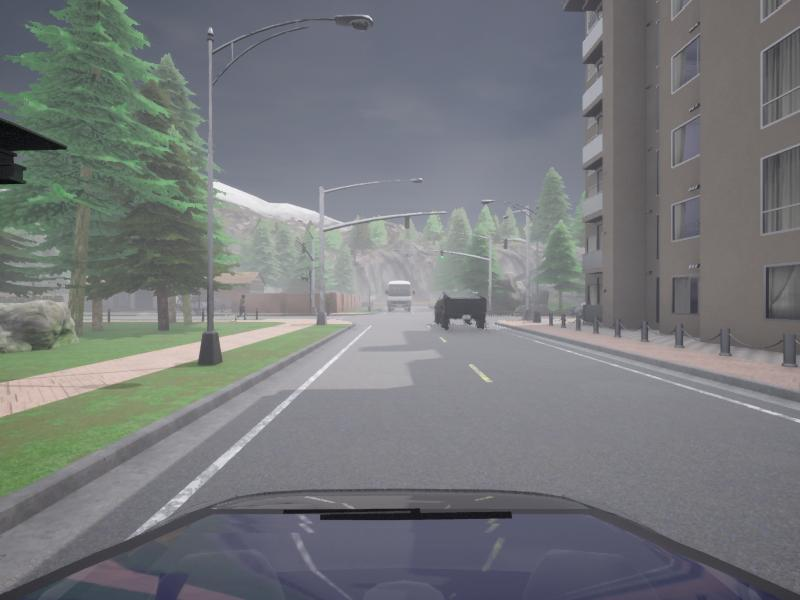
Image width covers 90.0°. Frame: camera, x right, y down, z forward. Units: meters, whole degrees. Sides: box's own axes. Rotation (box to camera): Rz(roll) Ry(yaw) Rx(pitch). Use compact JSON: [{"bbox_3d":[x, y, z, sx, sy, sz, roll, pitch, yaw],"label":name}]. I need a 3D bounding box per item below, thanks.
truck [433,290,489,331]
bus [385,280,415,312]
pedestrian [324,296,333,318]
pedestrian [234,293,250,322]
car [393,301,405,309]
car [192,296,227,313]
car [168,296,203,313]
[{"bbox_3d":[3.465,0.542,23.986,2.390,2.098,6.274,0,0,0],"label":"truck"},{"bbox_3d":[0.035,-0.534,57.845,3.944,4.253,10.273,0,0,0],"label":"bus"},{"bbox_3d":[-6.262,0.625,34.833,0.751,1.860,0.751,0,0,-11],"label":"pedestrian"},{"bbox_3d":[-10.325,0.471,26.205,0.751,1.860,0.751,0,0,-2],"label":"pedestrian"},{"bbox_3d":[-0.107,0.870,72.492,2.128,1.511,4.902,0,0,0],"label":"car"},{"bbox_3d":[-21.587,0.503,45.523,1.932,1.855,4.605,0,0,-1],"label":"car"},{"bbox_3d":[-24.091,0.505,45.073,1.905,1.878,3.866,0,0,-1],"label":"car"}]
